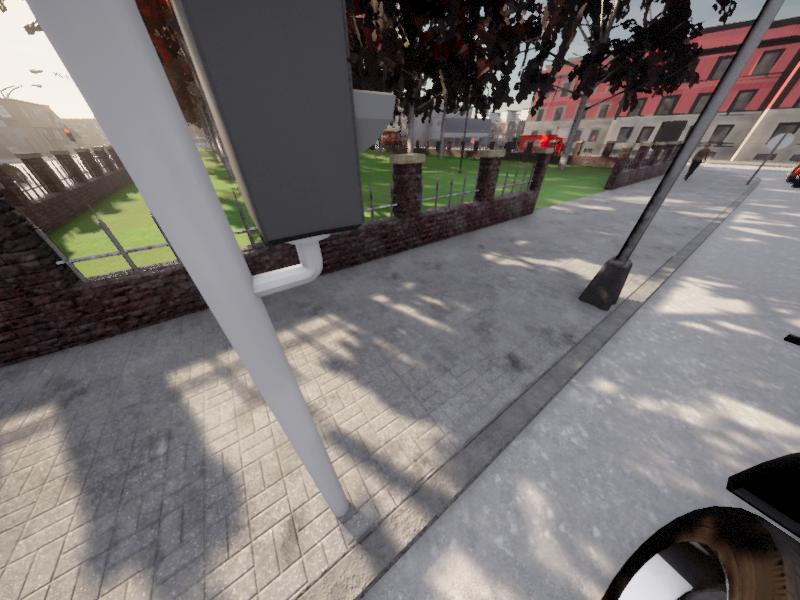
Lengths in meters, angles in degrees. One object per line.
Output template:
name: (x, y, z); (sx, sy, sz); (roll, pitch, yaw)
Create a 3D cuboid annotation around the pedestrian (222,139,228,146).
pedestrian: (-56.112, -50.409, 74.014); (0.751, 1.860, 0.751); (-18, 39, -23)

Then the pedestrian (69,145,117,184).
pedestrian: (-17.603, -7.832, 13.317); (0.751, 1.860, 0.751); (-21, 40, -27)

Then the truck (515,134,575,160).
truck: (17.826, -19.040, 28.697); (2.627, 2.467, 5.204); (-23, 40, -28)

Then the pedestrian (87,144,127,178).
pedestrian: (-19.209, -9.153, 15.203); (0.751, 1.860, 0.751); (-22, 41, -28)

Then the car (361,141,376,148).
car: (-8.960, -44.528, 66.145); (2.033, 1.649, 4.856); (-22, 41, -28)

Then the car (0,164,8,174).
car: (-31.452, -9.546, 16.387); (1.837, 1.490, 4.892); (-22, 41, -28)

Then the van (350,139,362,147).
van: (-13.721, -48.563, 71.609); (1.775, 1.987, 4.442); (-22, 41, -28)

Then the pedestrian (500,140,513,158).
pedestrian: (12.811, -18.200, 27.828); (0.751, 1.860, 0.751); (-21, 40, -27)

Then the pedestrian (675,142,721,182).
pedestrian: (16.719, -7.794, 13.029); (0.751, 1.860, 0.751); (26, 43, 32)

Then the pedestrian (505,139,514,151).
pedestrian: (19.888, -28.248, 42.129); (0.751, 1.860, 0.751); (-12, 37, -16)

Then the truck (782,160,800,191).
truck: (22.037, -6.785, 11.279); (5.204, 2.467, 2.627); (-22, 41, -30)

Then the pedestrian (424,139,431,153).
pedestrian: (4.479, -25.044, 37.601); (0.751, 1.860, 0.751); (-22, 41, -28)

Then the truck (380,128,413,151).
truck: (-0.896, -34.963, 50.248); (2.891, 3.827, 8.468); (-22, 41, -28)

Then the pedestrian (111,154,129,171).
pedestrian: (-22.729, -11.180, 18.765); (0.500, 1.100, 0.500); (28, 44, 34)

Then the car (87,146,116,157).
car: (-51.314, -25.652, 39.813); (1.812, 1.442, 4.674); (-22, 41, -28)

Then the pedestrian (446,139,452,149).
pedestrian: (10.344, -33.022, 48.886); (0.751, 1.860, 0.751); (-17, 38, -22)

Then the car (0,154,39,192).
car: (-23.089, -6.937, 12.611); (2.128, 1.511, 4.902); (-24, 42, -30)
